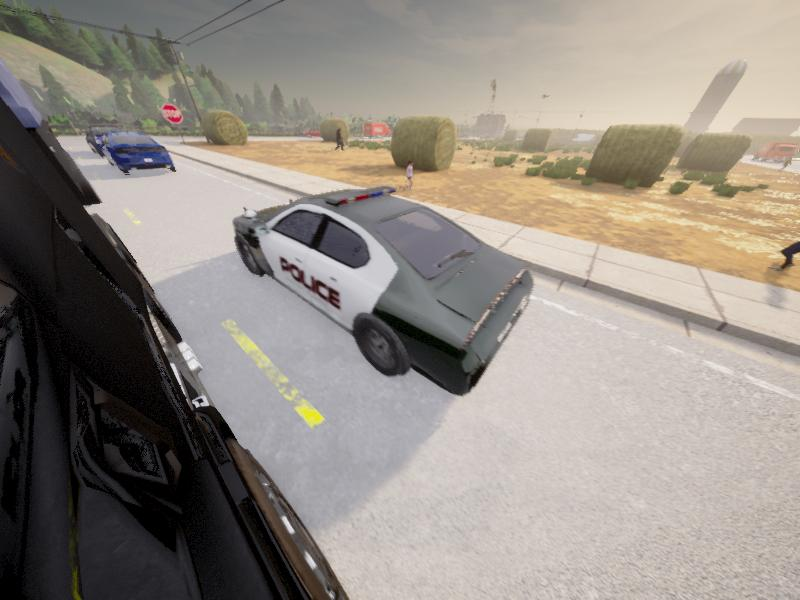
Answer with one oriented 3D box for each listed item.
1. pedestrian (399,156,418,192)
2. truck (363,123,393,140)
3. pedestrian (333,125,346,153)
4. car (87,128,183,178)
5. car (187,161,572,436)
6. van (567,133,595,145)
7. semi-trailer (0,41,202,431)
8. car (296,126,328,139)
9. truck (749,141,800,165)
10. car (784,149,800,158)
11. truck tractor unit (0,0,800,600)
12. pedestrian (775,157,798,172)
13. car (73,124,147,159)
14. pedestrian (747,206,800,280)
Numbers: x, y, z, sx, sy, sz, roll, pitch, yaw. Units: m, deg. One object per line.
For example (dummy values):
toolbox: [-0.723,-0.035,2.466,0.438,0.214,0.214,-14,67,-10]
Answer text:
pedestrian: [0.324,-4.822,8.859,0.500,1.100,0.500,20,40,21]
truck: [-4.147,-32.233,44.201,2.627,2.467,5.204,30,45,31]
pedestrian: [-5.163,-13.733,19.732,0.751,1.860,0.751,-10,39,-16]
car: [-12.801,-7.177,11.114,5.008,1.535,1.882,28,43,29]
car: [-0.786,-0.863,3.473,4.974,1.542,2.038,28,44,29]
van: [53.938,-48.160,69.059,5.915,2.561,1.988,27,43,29]
semi-trailer: [-8.714,-3.598,4.206,14.254,4.402,2.717,28,44,30]
car: [-14.790,-28.259,39.019,2.007,1.525,4.514,30,45,31]
truck: [55.220,-21.656,33.864,2.627,2.467,5.204,27,44,29]
car: [86.405,-30.851,48.887,4.974,1.542,2.038,27,43,29]
truck tractor unit: [-2.645,-0.295,0.351,6.516,4.208,3.053,28,44,30]
pedestrian: [35.821,-12.586,21.425,0.500,1.100,0.500,22,41,24]
car: [-18.488,-10.148,14.721,4.514,1.525,2.007,28,43,29]
pedestrian: [7.606,-1.357,4.064,0.751,1.860,0.751,-29,47,-35]
